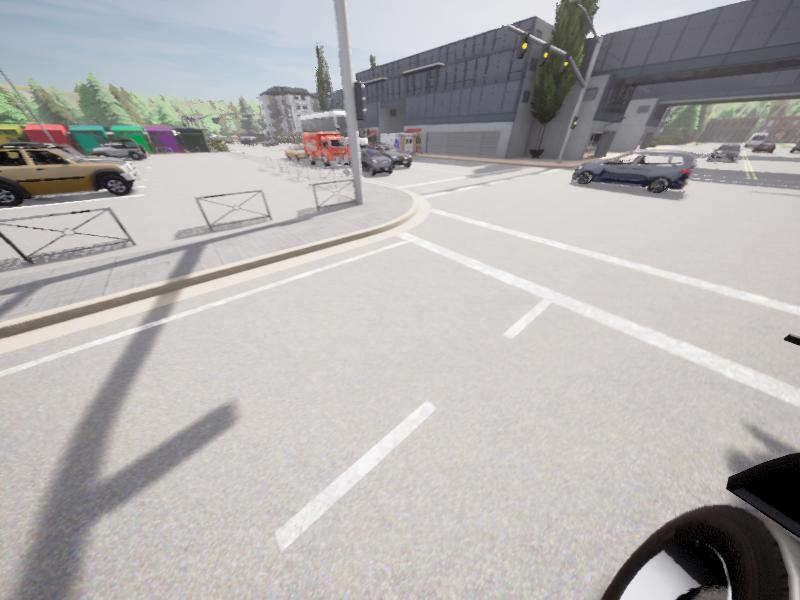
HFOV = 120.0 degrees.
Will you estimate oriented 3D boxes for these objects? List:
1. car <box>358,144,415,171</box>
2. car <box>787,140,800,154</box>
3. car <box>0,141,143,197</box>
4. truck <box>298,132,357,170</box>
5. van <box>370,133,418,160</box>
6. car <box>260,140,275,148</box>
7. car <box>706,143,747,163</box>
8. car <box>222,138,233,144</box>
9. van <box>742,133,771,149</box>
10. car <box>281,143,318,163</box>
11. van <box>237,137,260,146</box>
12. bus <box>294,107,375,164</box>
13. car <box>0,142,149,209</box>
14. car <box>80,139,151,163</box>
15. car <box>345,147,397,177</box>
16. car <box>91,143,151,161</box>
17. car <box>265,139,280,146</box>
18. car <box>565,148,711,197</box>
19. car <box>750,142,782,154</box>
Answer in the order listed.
[{"bbox_3d":[-1.254,-12.407,19.901,2.152,1.651,5.027,-26,43,-32],"label":"car"},{"bbox_3d":[59.468,-22.536,33.986,3.988,1.617,1.851,-25,42,-30],"label":"car"},{"bbox_3d":[-15.345,-6.296,10.870,3.866,1.878,1.905,-26,43,-32],"label":"car"},{"bbox_3d":[-6.399,-13.201,20.300,2.627,2.467,5.204,-25,43,-31],"label":"truck"},{"bbox_3d":[-0.857,-18.915,28.346,2.351,2.431,6.366,-25,42,-31],"label":"van"},{"bbox_3d":[-31.791,-37.470,55.450,1.895,1.301,4.718,-25,42,-31],"label":"car"},{"bbox_3d":[33.828,-15.287,23.968,4.892,1.490,1.837,-26,43,-32],"label":"car"},{"bbox_3d":[-56.842,-52.395,76.187,1.930,1.638,5.238,-25,42,-31],"label":"car"},{"bbox_3d":[73.759,-33.031,47.883,5.915,2.561,1.988,-27,43,-33],"label":"van"},{"bbox_3d":[-11.074,-16.196,25.283,1.801,1.575,5.366,-25,42,-31],"label":"car"},{"bbox_3d":[-39.981,-41.873,61.027,4.480,2.038,2.069,12,37,16],"label":"van"},{"bbox_3d":[-7.355,-17.958,25.446,3.944,4.253,10.273,-25,42,-31],"label":"bus"},{"bbox_3d":[-13.515,-5.000,9.040,4.605,1.855,1.932,-26,43,-32],"label":"car"},{"bbox_3d":[-28.063,-14.949,23.055,3.866,1.878,1.905,-26,43,-32],"label":"car"},{"bbox_3d":[-2.083,-9.778,16.291,1.845,1.501,3.633,-26,43,-31],"label":"car"},{"bbox_3d":[-29.927,-16.037,25.000,3.806,1.475,1.970,-26,43,-32],"label":"car"},{"bbox_3d":[-34.694,-42.841,62.913,2.033,1.411,5.357,-25,42,-31],"label":"car"},{"bbox_3d":[11.715,-6.661,11.756,2.242,1.667,4.611,-27,43,-32],"label":"car"},{"bbox_3d":[55.892,-23.377,35.379,4.181,1.385,1.994,-26,43,-32],"label":"car"}]
